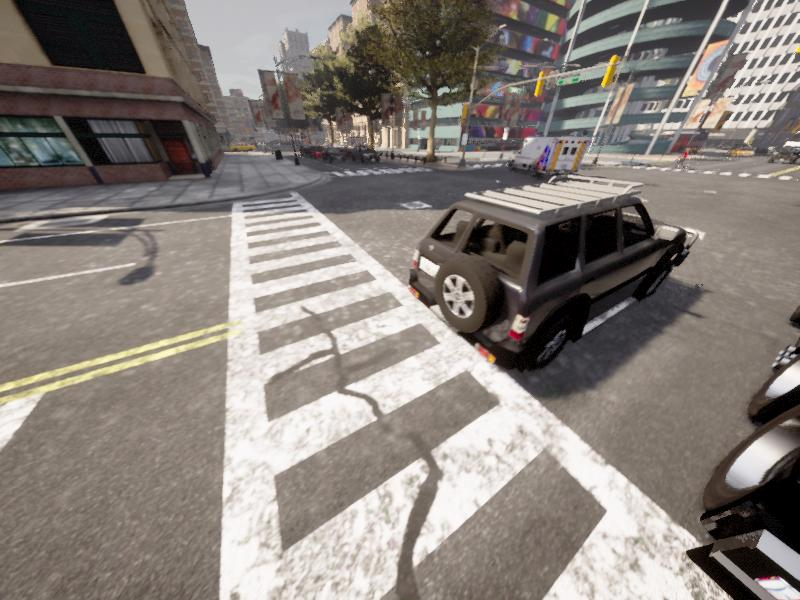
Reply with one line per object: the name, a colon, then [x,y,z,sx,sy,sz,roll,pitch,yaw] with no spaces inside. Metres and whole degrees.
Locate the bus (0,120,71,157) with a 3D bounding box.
bus: [-58.681,-25.283,36.106,3.944,4.253,10.273,-18,40,-24]

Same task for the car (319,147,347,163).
car: [-8.093,-17.537,27.882,1.812,1.442,4.674,-18,39,-24]

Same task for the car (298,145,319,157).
car: [-14.773,-24.082,37.186,1.837,1.490,4.892,-18,39,-25]

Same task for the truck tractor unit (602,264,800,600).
truck tractor unit: [5.111,-0.300,0.783,6.516,4.208,3.053,-18,39,-24]

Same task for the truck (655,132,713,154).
truck: [65.528,-36.508,53.742,2.891,3.827,8.468,4,35,5]

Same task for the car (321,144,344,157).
car: [-11.140,-24.513,37.824,2.128,1.511,4.902,-18,39,-24]

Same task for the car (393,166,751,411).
car: [2.394,-0.758,3.476,4.605,1.855,1.932,-18,39,-24]

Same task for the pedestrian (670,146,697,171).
pedestrian: [26.468,-13.227,21.597,0.751,1.860,0.751,-20,40,-26]

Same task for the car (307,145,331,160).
car: [-11.467,-20.857,32.552,2.007,1.525,4.514,-18,39,-24]

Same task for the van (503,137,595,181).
van: [10.849,-10.989,17.781,2.351,2.431,6.366,-2,35,-5]

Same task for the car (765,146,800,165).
car: [47.305,-17.689,28.217,3.866,1.878,1.905,-19,39,-25]

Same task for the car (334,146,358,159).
car: [-7.799,-21.147,33.141,1.994,1.385,4.181,-18,39,-25]

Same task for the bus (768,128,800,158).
bus: [71.108,-26.500,39.030,3.944,4.253,10.273,15,37,20]

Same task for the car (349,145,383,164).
car: [-4.162,-17.679,27.923,2.242,1.667,4.611,-18,39,-24]

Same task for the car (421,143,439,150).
car: [7.935,-40.795,61.269,2.161,1.482,4.786,-18,39,-25]
